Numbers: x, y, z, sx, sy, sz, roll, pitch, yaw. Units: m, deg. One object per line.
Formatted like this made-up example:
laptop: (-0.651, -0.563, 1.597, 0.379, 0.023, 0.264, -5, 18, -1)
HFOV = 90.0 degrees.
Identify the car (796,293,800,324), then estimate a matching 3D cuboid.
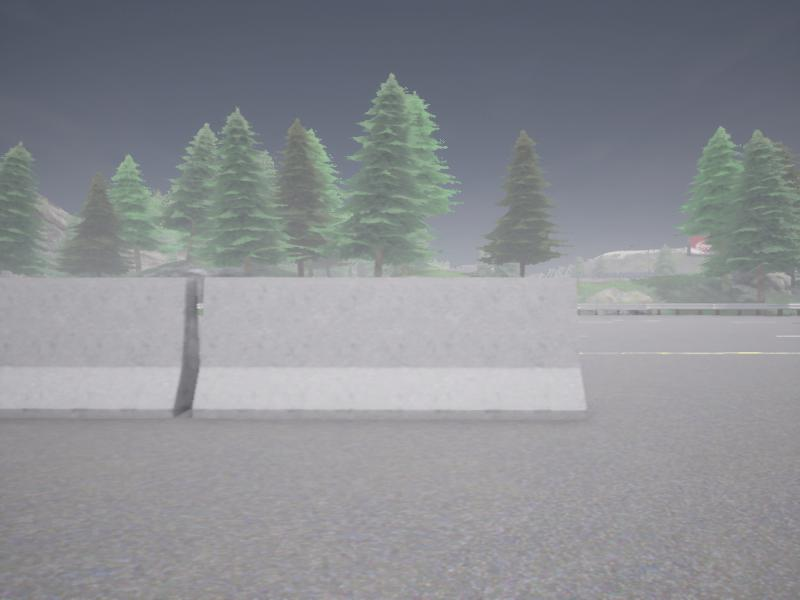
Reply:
car: (19.312, 0.349, 16.197, 4.718, 1.301, 1.895, 0, 0, 0)

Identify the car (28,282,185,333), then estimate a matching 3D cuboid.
car: (-9.150, 0.224, 12.704, 3.633, 1.501, 1.845, 0, 0, 0)

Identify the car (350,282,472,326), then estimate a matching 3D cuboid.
car: (0.420, 0.156, 16.200, 4.611, 1.667, 2.242, 0, 0, 0)

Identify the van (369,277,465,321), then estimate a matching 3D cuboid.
van: (0.811, -0.031, 19.700, 4.480, 2.038, 2.069, 0, 0, 0)

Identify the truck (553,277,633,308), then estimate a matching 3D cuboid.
truck: (23.961, -0.919, 50.014, 8.468, 3.827, 2.891, 0, 0, 5)
